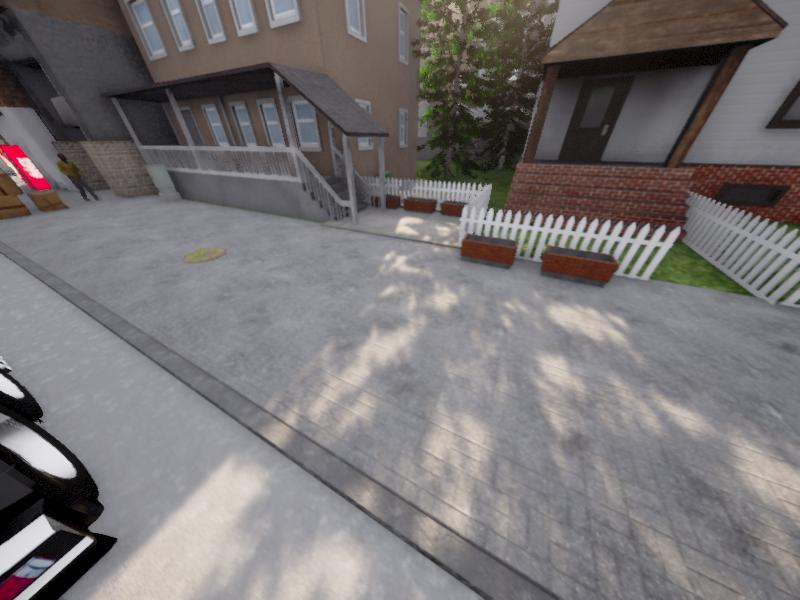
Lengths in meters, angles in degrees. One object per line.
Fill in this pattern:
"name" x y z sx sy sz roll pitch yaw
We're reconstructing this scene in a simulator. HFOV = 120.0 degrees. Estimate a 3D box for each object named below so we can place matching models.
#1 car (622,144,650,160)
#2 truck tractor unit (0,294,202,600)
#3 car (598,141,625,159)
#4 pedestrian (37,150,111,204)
"car" 29.744 -18.818 29.274 1.845 1.501 3.633 23 41 30
"truck tractor unit" -5.159 -0.250 0.703 6.516 4.208 3.053 16 38 22
"car" 27.777 -19.778 30.369 1.905 1.878 3.866 23 41 30
"pedestrian" -13.089 -4.970 9.364 0.751 1.860 0.751 10 36 15
